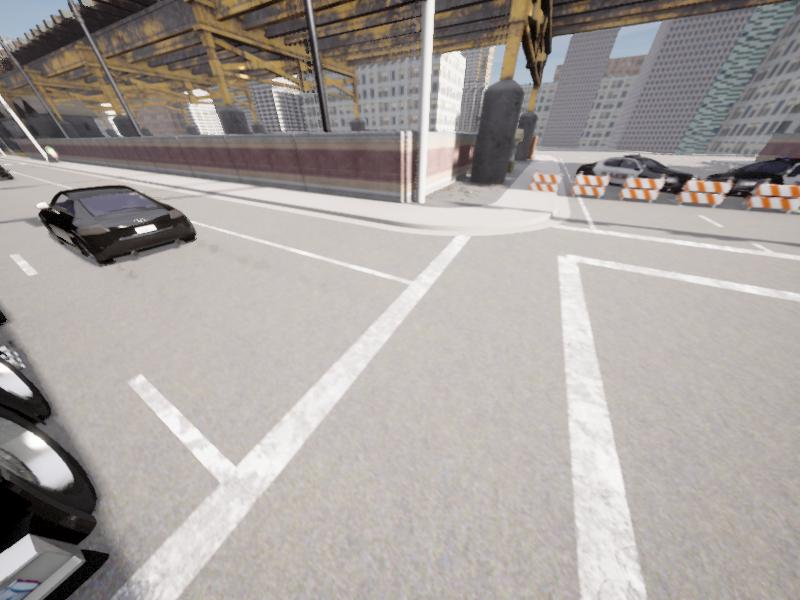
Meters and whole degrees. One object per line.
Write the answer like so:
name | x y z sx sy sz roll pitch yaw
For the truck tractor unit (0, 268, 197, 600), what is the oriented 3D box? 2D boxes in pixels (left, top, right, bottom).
truck tractor unit | -5.118 -0.294 0.770 6.516 4.208 3.053 18 39 24

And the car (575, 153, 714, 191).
car | 11.940 -6.698 11.836 1.853 1.218 4.536 -10 36 -14

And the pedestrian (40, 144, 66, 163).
pedestrian | -40.279 -16.996 26.810 0.751 1.860 0.751 17 38 23

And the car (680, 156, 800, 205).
car | 15.974 -5.267 10.022 4.974 1.542 2.038 -4 35 -6

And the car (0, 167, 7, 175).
car | -35.196 -11.143 18.840 4.611 1.667 2.242 18 39 24

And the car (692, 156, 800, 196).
car | 16.025 -5.400 9.938 4.536 1.218 1.853 -4 35 -6

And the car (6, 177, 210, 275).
car | -7.453 -2.175 5.987 4.181 1.385 1.994 18 39 24

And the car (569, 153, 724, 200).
car | 11.957 -6.540 11.886 2.038 1.542 4.974 -10 36 -14

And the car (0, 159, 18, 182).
car | -29.674 -9.288 16.327 4.674 1.442 1.812 18 39 24
